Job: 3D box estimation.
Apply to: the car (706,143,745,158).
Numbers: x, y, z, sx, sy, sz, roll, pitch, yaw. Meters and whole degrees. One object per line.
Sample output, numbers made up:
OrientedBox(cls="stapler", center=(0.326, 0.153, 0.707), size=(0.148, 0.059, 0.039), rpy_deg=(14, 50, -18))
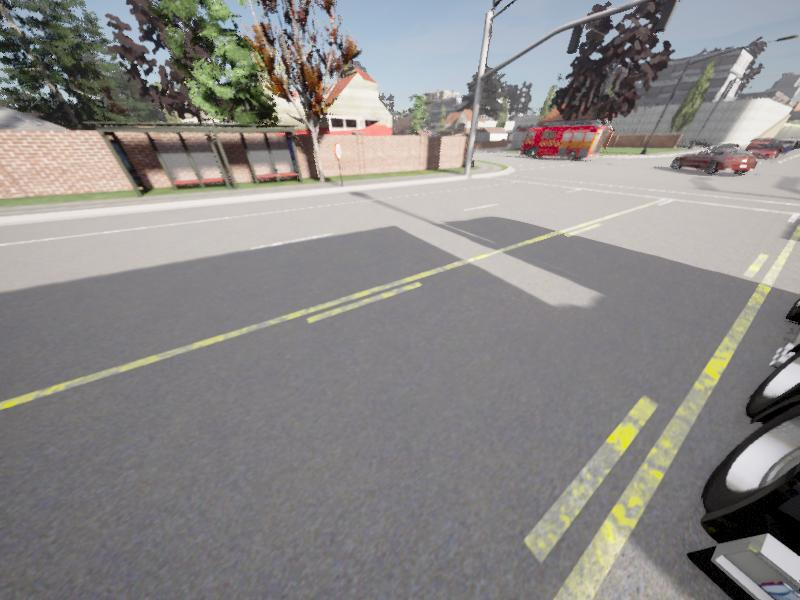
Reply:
OrientedBox(cls="car", center=(43.666, -20.037, 30.946), size=(4.892, 1.490, 1.837), rpy_deg=(-20, 40, -25))

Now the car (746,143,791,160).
OrientedBox(cls="car", center=(45.314, -18.270, 28.401), size=(4.514, 1.525, 2.007), rpy_deg=(-20, 40, -25))

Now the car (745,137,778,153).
OrientedBox(cls="car", center=(62.325, -26.821, 39.848), size=(5.566, 2.045, 2.150), rpy_deg=(-23, 41, -28))

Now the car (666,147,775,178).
OrientedBox(cls="car", center=(24.602, -10.952, 18.178), size=(2.152, 1.651, 5.027), rpy_deg=(5, 36, 8))

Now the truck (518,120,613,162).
OrientedBox(cls="truck", center=(20.189, -19.946, 29.080), size=(2.891, 3.827, 8.468), rpy_deg=(-23, 41, -28))

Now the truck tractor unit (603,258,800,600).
OrientedBox(cls="truck tractor unit", center=(5.099, -0.314, 0.789), size=(6.516, 4.208, 3.053), rpy_deg=(-19, 39, -24))

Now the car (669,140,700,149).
OrientedBox(cls="car", center=(62.218, -34.060, 50.588), size=(1.970, 1.475, 3.806), rpy_deg=(-20, 40, -26))

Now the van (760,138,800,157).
OrientedBox(cls="van", center=(51.912, -20.847, 31.571), size=(4.442, 1.987, 1.775), rpy_deg=(-20, 40, -25))
